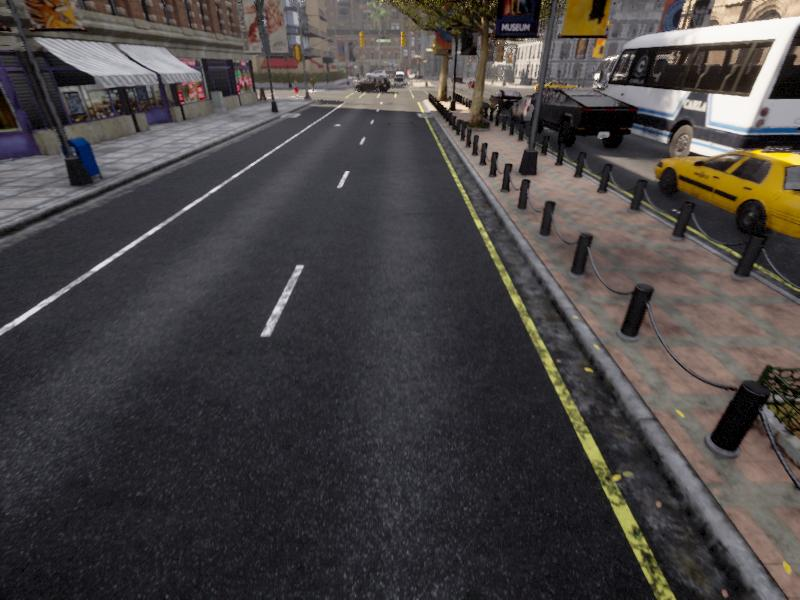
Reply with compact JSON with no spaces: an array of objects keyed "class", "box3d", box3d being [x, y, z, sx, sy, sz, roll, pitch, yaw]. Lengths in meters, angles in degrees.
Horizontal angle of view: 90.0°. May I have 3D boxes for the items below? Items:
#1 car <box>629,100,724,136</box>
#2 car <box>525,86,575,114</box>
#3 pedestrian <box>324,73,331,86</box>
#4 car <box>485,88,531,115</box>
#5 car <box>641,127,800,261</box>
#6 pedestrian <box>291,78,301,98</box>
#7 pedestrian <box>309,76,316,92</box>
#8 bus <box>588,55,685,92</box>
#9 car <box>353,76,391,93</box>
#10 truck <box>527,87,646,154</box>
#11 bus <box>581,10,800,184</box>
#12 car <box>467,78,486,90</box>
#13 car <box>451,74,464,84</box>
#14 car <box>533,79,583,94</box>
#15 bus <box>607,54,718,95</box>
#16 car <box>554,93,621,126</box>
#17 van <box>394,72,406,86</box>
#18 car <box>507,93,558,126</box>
[{"class":"car","box3d":[14.752,-9.964,21.746,1.895,1.301,4.718,0,30,0]},{"class":"car","box3d":[11.506,-15.631,31.113,2.033,1.649,4.856,0,30,0]},{"class":"pedestrian","box3d":[-11.765,-35.832,65.053,0.751,1.860,0.751,15,33,24]},{"class":"car","box3d":[8.003,-14.994,30.137,2.128,1.511,4.902,0,30,0]},{"class":"car","box3d":[8.003,-2.720,9.086,1.801,1.575,5.366,0,30,0]},{"class":"pedestrian","box3d":[-11.156,-22.771,43.028,0.751,1.860,0.751,-1,30,-2]},{"class":"pedestrian","box3d":[-11.810,-29.122,53.883,0.751,1.860,0.751,-8,31,-13]},{"class":"bus","box3d":[32.685,-31.636,55.889,10.273,4.253,3.944,0,30,0]},{"class":"car","box3d":[-3.609,-27.957,51.928,4.605,1.855,1.932,12,32,19]},{"class":"truck","box3d":[8.003,-8.351,18.200,2.390,2.098,6.274,0,30,0]},{"class":"bus","box3d":[11.372,-7.919,15.336,3.944,4.253,10.273,0,31,0]},{"class":"car","box3d":[11.507,-32.761,60.652,1.994,1.385,4.181,0,30,0]},{"class":"car","box3d":[11.507,-44.410,80.295,1.930,1.638,5.238,0,30,0]},{"class":"car","box3d":[19.950,-27.037,50.661,5.366,1.575,1.801,1,30,2]},{"class":"bus","box3d":[32.501,-28.222,50.057,10.273,4.253,3.944,0,30,0]},{"class":"car","box3d":[11.504,-11.973,24.992,1.837,1.490,4.892,0,30,0]},{"class":"van","box3d":[0.013,-40.269,72.815,2.069,2.038,4.480,0,30,0]},{"class":"car","box3d":[8.004,-11.701,24.489,1.845,1.501,3.633,0,30,0]}]
